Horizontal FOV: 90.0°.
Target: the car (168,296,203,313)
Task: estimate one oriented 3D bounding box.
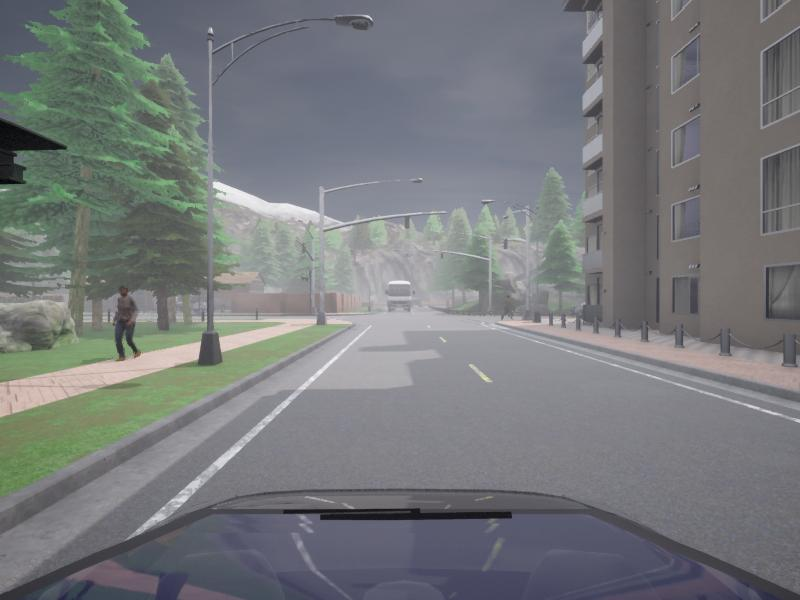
[{"bbox_3d":[-24.091,0.505,45.073,1.905,1.878,3.866,0,0,-1],"label":"car"}]

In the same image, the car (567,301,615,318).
[{"bbox_3d":[17.715,0.842,37.232,3.633,1.501,1.845,0,0,-1],"label":"car"}]

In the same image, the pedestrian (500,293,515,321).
[{"bbox_3d":[7.216,0.485,26.891,0.751,1.860,0.751,0,0,-2],"label":"pedestrian"}]

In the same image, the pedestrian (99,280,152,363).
[{"bbox_3d":[-6.436,0.485,9.417,0.751,1.860,0.751,0,0,-3],"label":"pedestrian"}]

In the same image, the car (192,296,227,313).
[{"bbox_3d":[-21.587,0.503,45.523,1.932,1.855,4.605,0,0,-1],"label":"car"}]

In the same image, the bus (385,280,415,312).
[{"bbox_3d":[0.035,-0.534,57.845,3.944,4.253,10.273,0,0,0],"label":"bus"}]
